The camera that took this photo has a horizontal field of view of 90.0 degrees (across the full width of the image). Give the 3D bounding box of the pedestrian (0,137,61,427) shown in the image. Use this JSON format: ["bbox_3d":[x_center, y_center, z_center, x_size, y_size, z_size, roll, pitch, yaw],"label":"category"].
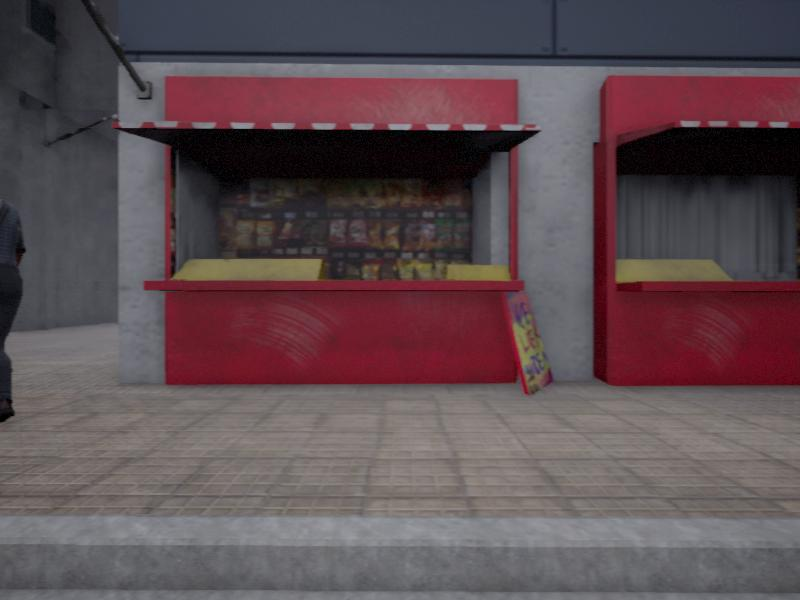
[{"bbox_3d":[-2.929,-0.116,2.675,0.751,1.860,0.751,0,0,23],"label":"pedestrian"}]
